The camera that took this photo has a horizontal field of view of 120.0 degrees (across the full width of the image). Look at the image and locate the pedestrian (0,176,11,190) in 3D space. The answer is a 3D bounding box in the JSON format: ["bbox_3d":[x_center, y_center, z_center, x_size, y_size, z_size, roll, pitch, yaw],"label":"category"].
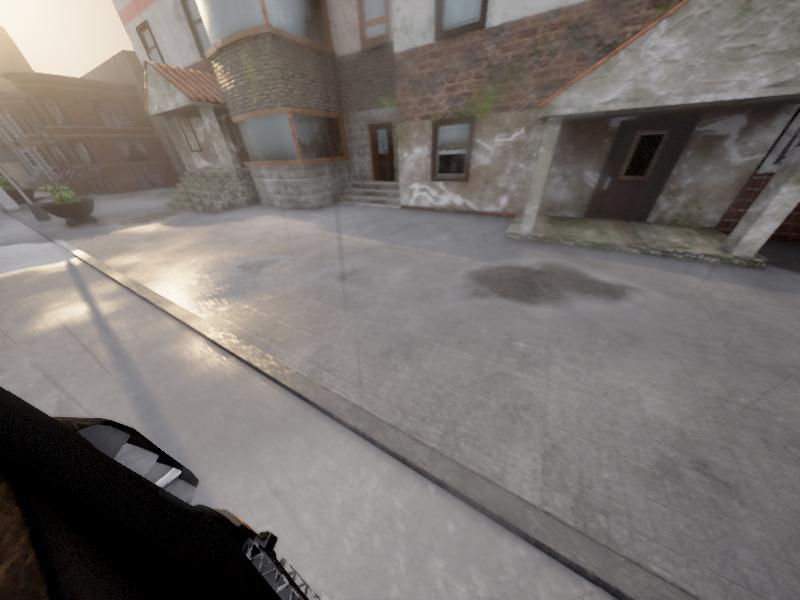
[{"bbox_3d":[-45.143,-13.430,25.834,0.751,1.860,0.751,10,36,19],"label":"pedestrian"}]

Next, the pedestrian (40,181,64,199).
[{"bbox_3d":[-25.590,-8.116,16.989,0.500,1.100,0.500,18,39,28],"label":"pedestrian"}]
